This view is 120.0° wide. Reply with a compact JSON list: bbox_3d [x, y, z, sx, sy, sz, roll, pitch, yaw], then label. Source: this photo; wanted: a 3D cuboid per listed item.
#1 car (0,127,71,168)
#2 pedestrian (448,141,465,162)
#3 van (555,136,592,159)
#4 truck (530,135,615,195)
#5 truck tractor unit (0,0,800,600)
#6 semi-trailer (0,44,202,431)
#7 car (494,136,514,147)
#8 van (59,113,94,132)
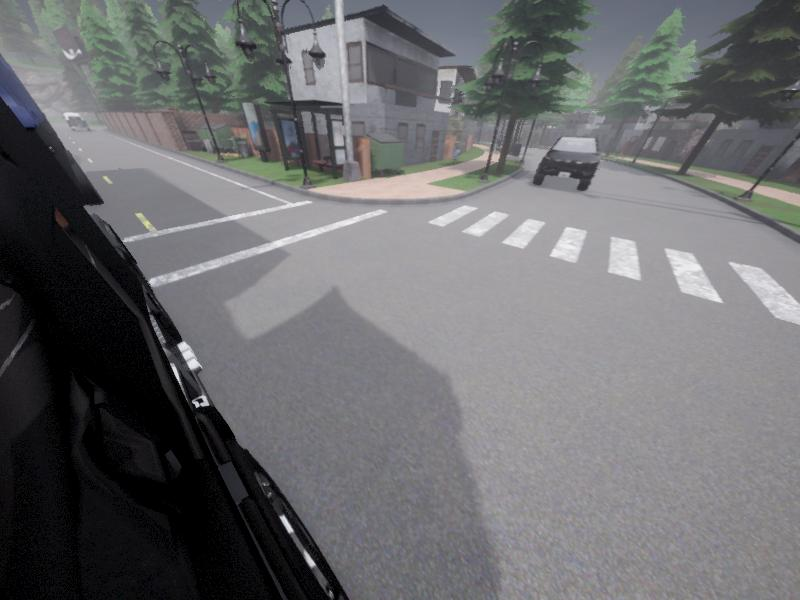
[{"bbox_3d":[-19.326,-8.023,12.023,4.181,1.385,1.994,28,44,30],"label":"car"},{"bbox_3d":[4.389,-11.558,17.918,0.751,1.300,0.751,-29,47,-35],"label":"pedestrian"},{"bbox_3d":[20.780,-18.550,27.964,1.775,1.987,4.442,10,37,10],"label":"van"},{"bbox_3d":[9.120,-7.524,12.453,2.390,2.098,6.274,22,41,23],"label":"truck"},{"bbox_3d":[-2.645,-0.295,0.352,6.516,4.208,3.053,28,44,30],"label":"truck tractor unit"},{"bbox_3d":[-8.696,-3.603,4.234,14.254,4.402,2.717,28,44,30],"label":"semi-trailer"},{"bbox_3d":[18.776,-28.762,41.841,1.845,1.501,3.633,0,37,-4],"label":"car"},{"bbox_3d":[-45.995,-25.268,32.838,4.480,2.038,2.069,28,44,30],"label":"van"}]
